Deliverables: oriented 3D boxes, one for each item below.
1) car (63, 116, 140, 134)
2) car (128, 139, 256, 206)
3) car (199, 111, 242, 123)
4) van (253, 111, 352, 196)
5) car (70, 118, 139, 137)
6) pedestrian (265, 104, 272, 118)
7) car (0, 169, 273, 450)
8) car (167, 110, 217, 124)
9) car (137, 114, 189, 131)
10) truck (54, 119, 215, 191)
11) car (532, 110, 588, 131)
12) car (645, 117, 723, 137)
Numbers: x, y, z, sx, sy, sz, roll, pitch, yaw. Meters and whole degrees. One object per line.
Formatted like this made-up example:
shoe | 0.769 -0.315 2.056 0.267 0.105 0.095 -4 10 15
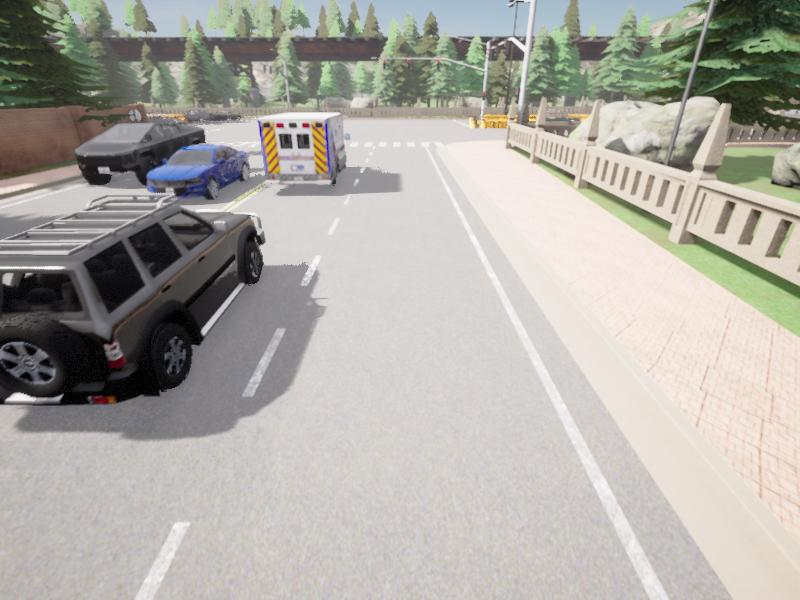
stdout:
car | -27.746 -16.367 37.331 5.357 1.411 2.033 0 27 0
car | -6.986 -4.701 14.251 1.882 1.535 5.008 0 27 0
car | -23.679 -24.254 52.933 4.718 1.301 1.895 0 27 0
van | -3.485 -6.108 16.033 2.351 2.431 6.366 0 27 0
car | -25.163 -14.765 34.208 4.181 1.385 1.994 0 27 0
pedestrian | -19.837 -28.529 60.320 0.751 1.860 0.751 -6 28 -12
car | -3.489 -0.433 5.495 1.932 1.855 4.605 0 28 0
car | -25.755 -22.766 49.773 4.902 1.511 2.128 0 27 0
car | -23.874 -17.983 40.415 3.806 1.475 1.970 0 27 0
truck | -10.486 -6.311 16.795 2.390 2.098 6.274 0 27 0
car | 16.017 -18.045 40.174 4.553 1.767 2.097 0 27 0
car | 23.964 -14.715 33.978 4.792 1.488 2.163 0 27 0
